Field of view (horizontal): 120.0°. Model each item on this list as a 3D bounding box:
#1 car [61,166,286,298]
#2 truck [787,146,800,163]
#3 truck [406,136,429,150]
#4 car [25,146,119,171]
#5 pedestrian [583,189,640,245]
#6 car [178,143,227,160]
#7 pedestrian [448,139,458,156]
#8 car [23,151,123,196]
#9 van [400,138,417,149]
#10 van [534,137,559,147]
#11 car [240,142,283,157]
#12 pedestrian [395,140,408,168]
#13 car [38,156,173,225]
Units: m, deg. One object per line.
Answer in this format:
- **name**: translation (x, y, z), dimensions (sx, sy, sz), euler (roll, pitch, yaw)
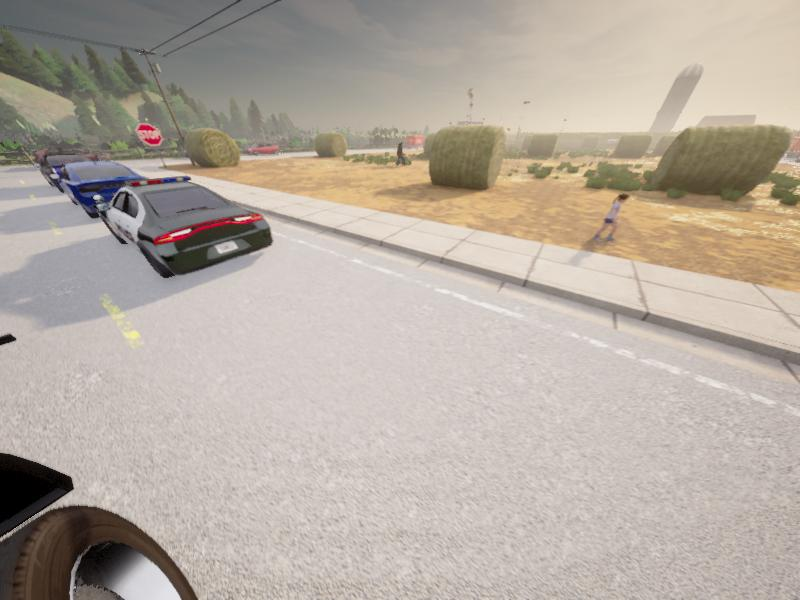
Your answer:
- **car**: translation (-5.262, -1.981, 5.358), dimensions (4.974, 1.542, 2.038), euler (22, 41, 27)
- **truck**: translation (47.611, -16.495, 25.509), dimensions (2.627, 2.467, 5.204), euler (21, 40, 27)
- **truck**: translation (3.983, -35.716, 52.428), dimensions (2.627, 2.467, 5.204), euler (24, 41, 30)
- **car**: translation (-27.148, -11.932, 19.313), dimensions (1.816, 1.474, 4.193), euler (24, 42, 29)
- **pedestrian**: translation (4.925, -1.943, 5.422), dimensions (0.500, 1.100, 0.500), euler (-25, 43, -32)
- **car**: translation (-23.649, -17.902, 27.791), dimensions (1.970, 1.475, 3.806), euler (24, 42, 30)
- **pedestrian**: translation (7.093, -20.294, 30.795), dimensions (0.751, 1.860, 0.751), euler (25, 42, 30)
- **car**: translation (-16.551, -6.510, 11.695), dimensions (4.514, 1.525, 2.007), euler (22, 40, 28)
- **van**: translation (2.148, -37.461, 55.310), dimensions (1.775, 1.987, 4.442), euler (24, 41, 30)
- **van**: translation (46.089, -49.828, 72.752), dimensions (5.915, 2.561, 1.988), euler (22, 41, 28)
- **car**: translation (-19.328, -21.155, 32.398), dimensions (2.007, 1.525, 4.514), euler (24, 41, 30)
- **pedestrian**: translation (0.112, -11.882, 18.802), dimensions (0.751, 1.860, 0.751), euler (-13, 37, -17)
- **car**: translation (-10.847, -4.229, 8.494), dimensions (5.008, 1.535, 1.882), euler (22, 40, 28)
